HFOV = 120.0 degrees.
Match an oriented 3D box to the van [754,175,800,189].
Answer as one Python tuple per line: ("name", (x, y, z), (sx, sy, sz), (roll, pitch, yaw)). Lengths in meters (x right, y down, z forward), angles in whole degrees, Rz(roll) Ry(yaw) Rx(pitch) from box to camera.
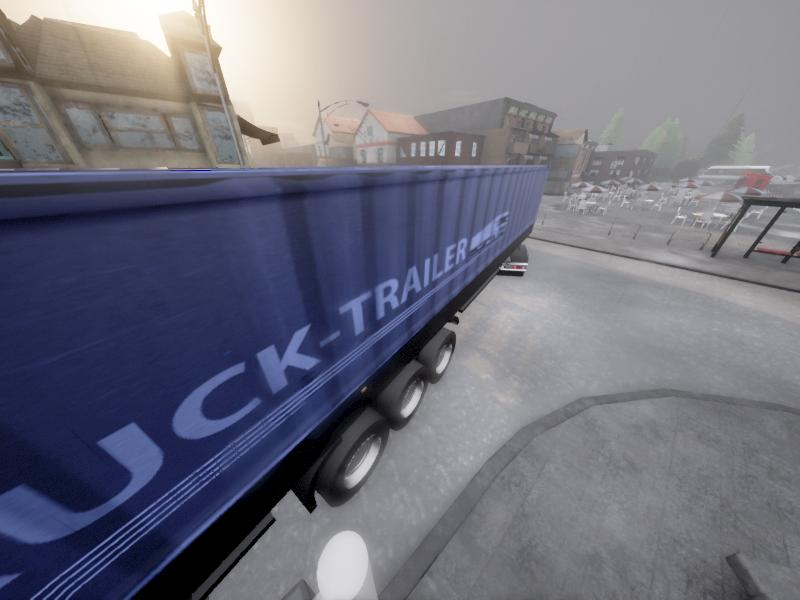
("van", (83.851, -25.887, 50.613), (2.351, 2.431, 6.366), (-23, 37, -34))

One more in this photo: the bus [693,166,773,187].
("bus", (81.942, -30.830, 57.352), (3.944, 4.253, 10.273), (-23, 37, -34))

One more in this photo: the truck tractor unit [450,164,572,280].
("truck tractor unit", (4.510, -4.388, 11.581), (3.053, 4.208, 6.516), (4, 31, 6))

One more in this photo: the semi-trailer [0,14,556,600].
("semi-trailer", (0.735, -1.102, 5.694), (2.717, 4.402, 14.254), (20, 35, 31))

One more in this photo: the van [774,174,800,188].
("van", (88.762, -26.141, 50.908), (1.988, 2.561, 5.915), (-23, 37, -34))

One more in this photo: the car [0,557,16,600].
("car", (-5.126, 3.693, 0.473), (1.994, 1.385, 4.181), (22, 37, 33))
